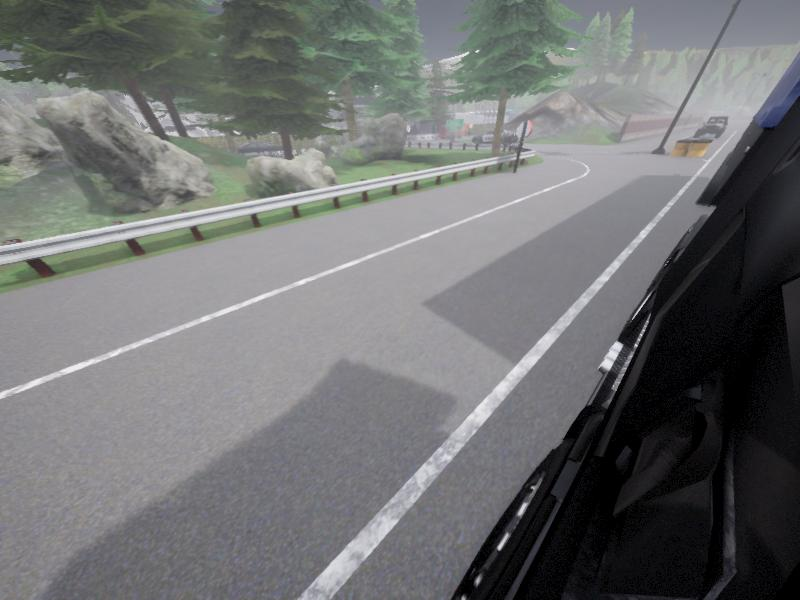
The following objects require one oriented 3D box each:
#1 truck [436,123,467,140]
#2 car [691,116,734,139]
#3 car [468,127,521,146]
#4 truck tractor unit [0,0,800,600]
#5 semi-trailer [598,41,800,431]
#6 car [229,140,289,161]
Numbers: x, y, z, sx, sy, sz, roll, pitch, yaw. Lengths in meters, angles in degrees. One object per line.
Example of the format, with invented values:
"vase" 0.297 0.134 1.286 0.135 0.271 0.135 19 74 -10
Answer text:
"truck" 9.886 -32.382 44.317 5.204 2.467 2.627 -25 42 -27
"car" 34.210 -18.876 25.286 3.866 1.878 1.905 -28 44 -30
"car" 10.356 -18.165 25.726 2.038 1.542 4.974 -28 44 -30
"truck tractor unit" 2.645 -0.295 0.351 6.516 4.208 3.053 -28 44 -30
"semi-trailer" 8.695 -3.597 4.245 14.254 4.402 2.717 -28 44 -30
"car" -15.041 -16.133 24.833 5.008 1.535 1.882 -28 44 -30
